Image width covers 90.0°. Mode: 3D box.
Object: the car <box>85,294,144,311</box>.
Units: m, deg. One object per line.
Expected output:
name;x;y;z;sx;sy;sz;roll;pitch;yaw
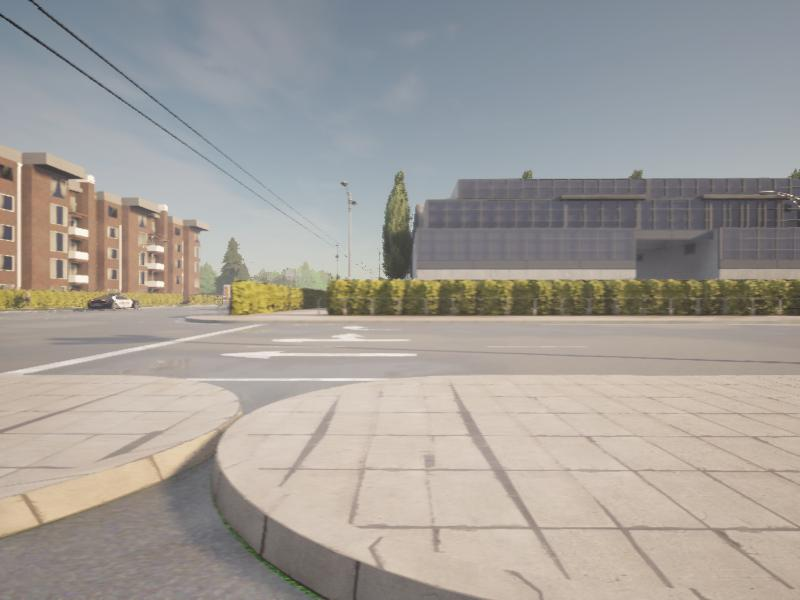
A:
car;-27.065;0.224;38.239;2.038;1.542;4.974;0;0;1

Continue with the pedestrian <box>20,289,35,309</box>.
pedestrian;-35.182;-0.118;37.776;0.751;1.860;0.751;0;0;2

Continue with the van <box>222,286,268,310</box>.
van;-16.518;-0.225;43.041;2.351;2.431;6.366;0;0;1
